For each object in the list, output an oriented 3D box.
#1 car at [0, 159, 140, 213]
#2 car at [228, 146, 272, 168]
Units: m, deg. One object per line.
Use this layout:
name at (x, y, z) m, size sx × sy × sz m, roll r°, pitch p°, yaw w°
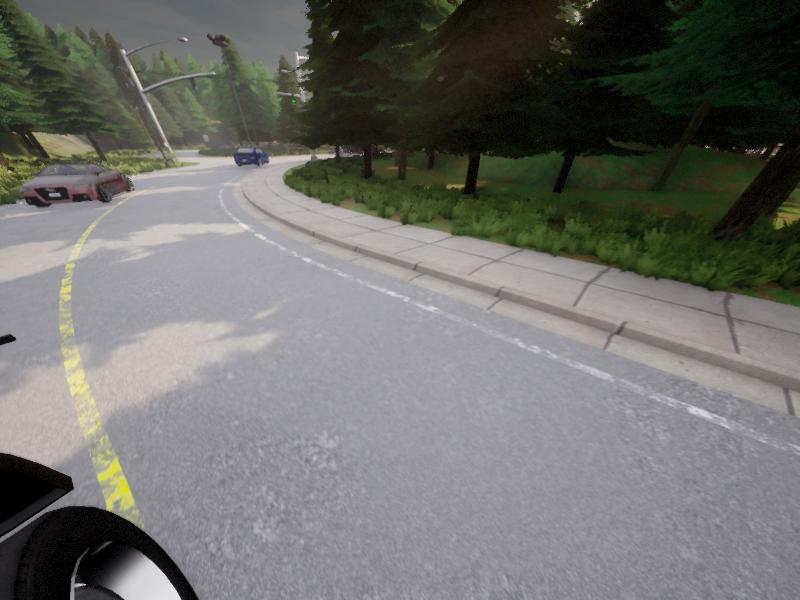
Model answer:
car at (-13.495, -4.995, 9.769) m, size 1.994 × 1.385 × 4.181 m, roll -16°, pitch 38°, yaw -22°
car at (-14.347, -13.973, 22.477) m, size 1.882 × 1.535 × 5.008 m, roll -5°, pitch 35°, yaw -9°
